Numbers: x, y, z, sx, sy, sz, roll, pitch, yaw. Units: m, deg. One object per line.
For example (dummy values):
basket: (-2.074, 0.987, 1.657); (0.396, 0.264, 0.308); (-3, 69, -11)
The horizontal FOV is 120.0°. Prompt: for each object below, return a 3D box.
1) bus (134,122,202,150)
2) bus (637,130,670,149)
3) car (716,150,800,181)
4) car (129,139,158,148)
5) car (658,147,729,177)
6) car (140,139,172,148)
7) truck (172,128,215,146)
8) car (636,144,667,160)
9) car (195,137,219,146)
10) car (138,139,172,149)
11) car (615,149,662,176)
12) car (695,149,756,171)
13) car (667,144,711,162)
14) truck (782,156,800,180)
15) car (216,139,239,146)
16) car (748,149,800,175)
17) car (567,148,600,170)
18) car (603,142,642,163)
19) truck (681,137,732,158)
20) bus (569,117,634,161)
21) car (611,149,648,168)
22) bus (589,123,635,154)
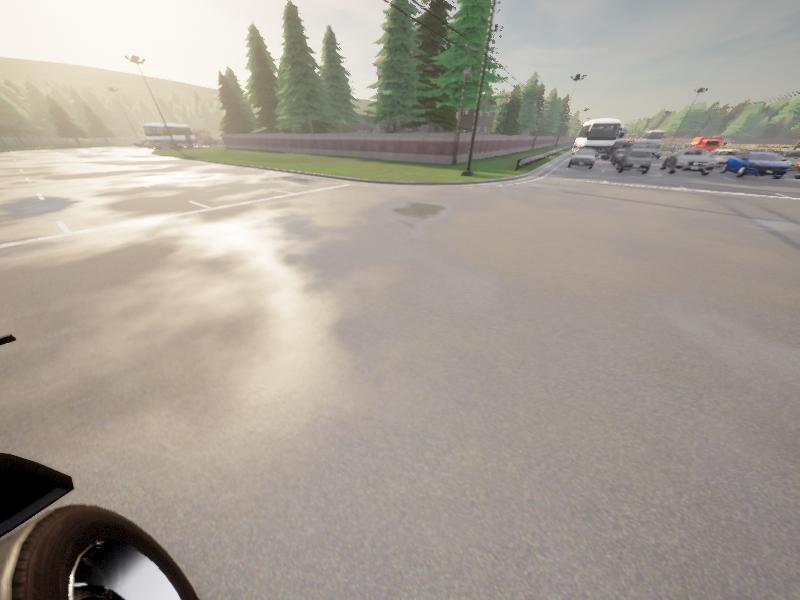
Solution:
bus: (-47.271, -34.011, 47.945); (3.944, 4.253, 10.273); (-3, 35, -4)
bus: (73.339, -46.772, 67.190); (3.944, 4.253, 10.273); (22, 41, 27)
car: (25.963, -9.925, 16.883); (1.882, 1.535, 5.008); (22, 41, 27)
car: (-57.906, -35.409, 52.231); (1.816, 1.474, 4.193); (0, 35, -1)
car: (23.086, -11.122, 18.478); (2.152, 1.651, 5.027); (22, 41, 27)
car: (-54.423, -35.134, 51.734); (2.033, 1.649, 4.856); (0, 35, -1)
truck: (-58.335, -46.404, 65.769); (2.891, 3.827, 8.468); (8, 36, 10)
car: (33.547, -19.825, 30.869); (2.242, 1.667, 4.611); (27, 43, 33)
car: (-52.243, -42.979, 62.671); (1.932, 1.855, 4.605); (8, 36, 10)
car: (-50.849, -32.547, 48.193); (1.801, 1.575, 5.366); (-3, 35, -4)
car: (18.757, -11.049, 18.392); (1.789, 1.549, 3.705); (22, 40, 27)
car: (29.499, -12.845, 21.106); (1.970, 1.475, 3.806); (22, 40, 27)
car: (36.491, -18.740, 29.357); (2.242, 1.667, 4.611); (22, 41, 28)
truck: (28.148, -8.568, 14.168); (2.627, 2.467, 5.204); (22, 41, 27)
car: (-48.116, -43.989, 64.489); (2.163, 1.488, 4.792); (9, 36, 13)
car: (32.224, -11.573, 19.288); (2.007, 1.525, 4.514); (22, 41, 27)
car: (17.074, -13.158, 21.460); (1.812, 1.442, 4.674); (22, 41, 27)
car: (25.783, -17.258, 26.964); (1.905, 1.878, 3.866); (14, 38, 19)
truck: (44.844, -22.437, 34.038); (2.627, 2.467, 5.204); (22, 38, 27)
bus: (26.857, -22.074, 31.744); (3.944, 4.253, 10.273); (16, 38, 21)
car: (22.863, -14.295, 23.190); (1.994, 1.385, 4.181); (23, 41, 28)
bus: (39.823, -30.168, 43.356); (3.944, 4.253, 10.273); (29, 44, 34)
